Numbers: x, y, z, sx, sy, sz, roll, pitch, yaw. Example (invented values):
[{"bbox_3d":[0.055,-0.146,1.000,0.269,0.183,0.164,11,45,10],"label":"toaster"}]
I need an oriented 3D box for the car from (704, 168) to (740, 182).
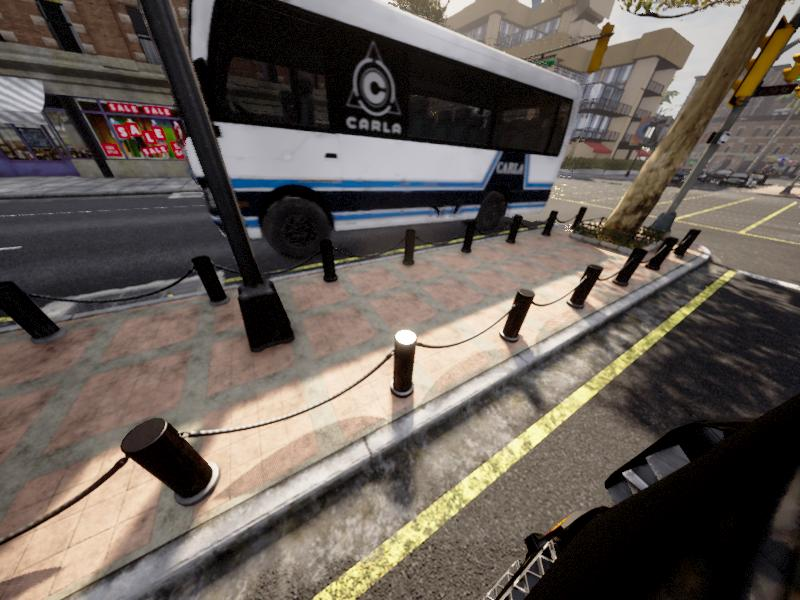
[{"bbox_3d":[49.698,-19.314,35.645,5.238,1.638,1.930,-16,38,-26],"label":"car"}]

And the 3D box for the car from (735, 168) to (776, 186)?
[{"bbox_3d":[49.056,-16.995,31.882,4.605,1.855,1.932,-15,38,-26],"label":"car"}]

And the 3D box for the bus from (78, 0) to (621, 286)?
[{"bbox_3d":[0.369,-4.126,6.404,10.273,4.253,3.944,-14,37,-27],"label":"bus"}]

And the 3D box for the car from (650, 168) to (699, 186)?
[{"bbox_3d":[31.319,-14.064,26.339,4.974,1.542,2.038,-16,38,-26],"label":"car"}]

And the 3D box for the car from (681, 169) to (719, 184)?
[{"bbox_3d":[39.926,-16.485,30.737,3.806,1.475,1.970,-16,38,-26],"label":"car"}]

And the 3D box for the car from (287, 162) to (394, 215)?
[{"bbox_3d":[-2.293,-4.578,9.316,3.633,1.501,1.845,-16,38,-26],"label":"car"}]

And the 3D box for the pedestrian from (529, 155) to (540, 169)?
[{"bbox_3d":[21.575,-22.149,37.145,0.751,1.860,0.751,-16,38,-26],"label":"pedestrian"}]

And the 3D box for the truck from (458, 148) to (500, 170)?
[{"bbox_3d":[11.923,-21.666,35.420,2.627,2.467,5.204,-16,38,-26],"label":"truck"}]

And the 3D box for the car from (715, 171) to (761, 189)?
[{"bbox_3d":[40.236,-14.364,27.509,4.974,1.542,2.038,-16,38,-26],"label":"car"}]
